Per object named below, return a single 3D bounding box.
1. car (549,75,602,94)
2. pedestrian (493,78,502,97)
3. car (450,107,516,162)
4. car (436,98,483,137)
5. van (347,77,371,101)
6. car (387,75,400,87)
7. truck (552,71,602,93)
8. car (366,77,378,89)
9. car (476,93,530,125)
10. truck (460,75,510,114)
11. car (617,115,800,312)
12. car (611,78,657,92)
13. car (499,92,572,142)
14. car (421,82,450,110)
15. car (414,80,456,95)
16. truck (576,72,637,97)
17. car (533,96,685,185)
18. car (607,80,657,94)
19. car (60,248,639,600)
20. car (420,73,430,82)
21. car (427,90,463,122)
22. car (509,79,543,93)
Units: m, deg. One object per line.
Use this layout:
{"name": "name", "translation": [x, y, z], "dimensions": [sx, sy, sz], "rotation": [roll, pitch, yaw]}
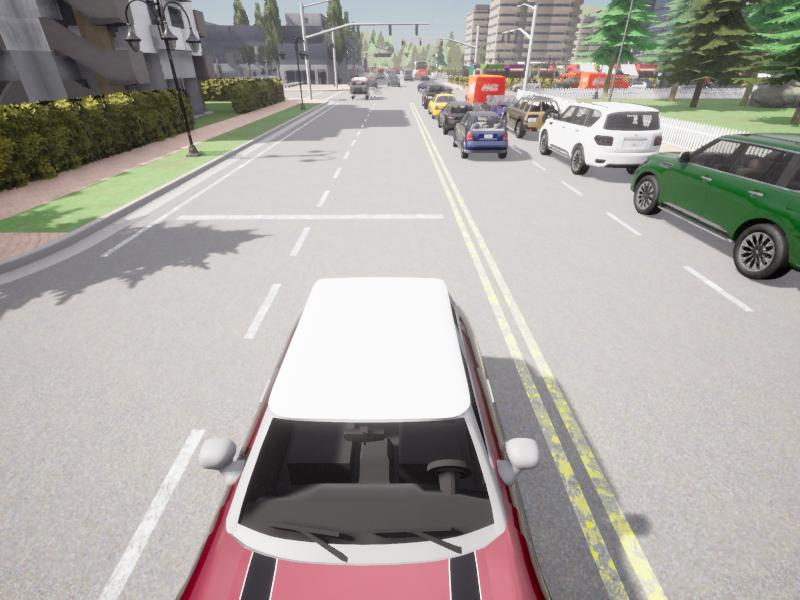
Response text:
{"name": "car", "translation": [22.416, -27.628, 51.319], "dimensions": [5.566, 2.045, 2.150], "rotation": [-1, 30, -2]}
{"name": "pedestrian", "translation": [11.258, -24.630, 46.322], "dimensions": [0.751, 1.860, 0.751], "rotation": [9, 32, 16]}
{"name": "car", "translation": [3.140, -6.677, 15.917], "dimensions": [1.789, 1.549, 3.705], "rotation": [0, 30, -1]}
{"name": "car", "translation": [3.063, -9.828, 21.393], "dimensions": [1.816, 1.474, 4.193], "rotation": [0, 30, -1]}
{"name": "van", "translation": [-4.214, -22.096, 41.841], "dimensions": [2.069, 2.038, 4.480], "rotation": [0, 30, -1]}
{"name": "car", "translation": [-1.076, -37.603, 68.655], "dimensions": [2.097, 1.767, 4.553], "rotation": [0, 30, -1]}
{"name": "truck", "translation": [23.854, -29.599, 54.288], "dimensions": [5.204, 2.467, 2.627], "rotation": [-1, 30, -2]}
{"name": "car", "translation": [-4.522, -35.126, 64.628], "dimensions": [1.789, 1.549, 3.705], "rotation": [0, 30, -1]}
{"name": "car", "translation": [6.504, -12.430, 25.845], "dimensions": [2.163, 1.488, 4.792], "rotation": [0, 30, -1]}
{"name": "truck", "translation": [6.430, -16.073, 31.103], "dimensions": [2.627, 2.467, 5.204], "rotation": [0, 30, -1]}
{"name": "car", "translation": [6.756, -2.045, 7.495], "dimensions": [2.150, 2.045, 5.566], "rotation": [0, 30, -1]}
{"name": "car", "translation": [31.957, -29.397, 54.749], "dimensions": [4.856, 1.649, 2.033], "rotation": [-1, 30, -2]}
{"name": "car", "translation": [6.581, -9.310, 20.105], "dimensions": [1.932, 1.855, 4.605], "rotation": [0, 30, -1]}
{"name": "car", "translation": [2.901, -17.075, 33.405], "dimensions": [1.932, 1.855, 4.605], "rotation": [0, 30, -1]}
{"name": "car", "translation": [4.431, -26.862, 50.567], "dimensions": [4.792, 1.488, 2.163], "rotation": [20, 36, 30]}
{"name": "truck", "translation": [23.751, -24.929, 46.274], "dimensions": [5.204, 2.467, 2.627], "rotation": [-1, 30, -2]}
{"name": "car", "translation": [6.666, -5.726, 13.802], "dimensions": [2.150, 2.045, 5.566], "rotation": [0, 30, -1]}
{"name": "car", "translation": [29.863, -27.542, 51.687], "dimensions": [4.974, 1.542, 2.038], "rotation": [-1, 30, -2]}
{"name": "car", "translation": [-0.172, 1.064, 2.755], "dimensions": [1.970, 1.475, 3.806], "rotation": [0, 30, 0]}
{"name": "car", "translation": [5.612, -51.022, 91.788], "dimensions": [1.930, 1.638, 5.238], "rotation": [0, 30, -1]}
{"name": "car", "translation": [2.983, -13.395, 27.397], "dimensions": [1.801, 1.575, 5.366], "rotation": [0, 30, -1]}
{"name": "car", "translation": [17.066, -29.143, 54.349], "dimensions": [3.988, 1.617, 1.851], "rotation": [0, 30, 0]}
